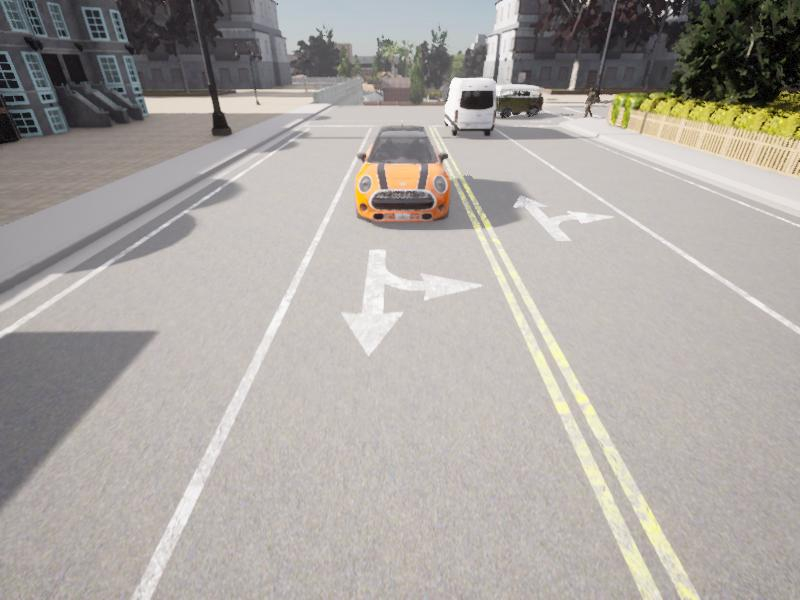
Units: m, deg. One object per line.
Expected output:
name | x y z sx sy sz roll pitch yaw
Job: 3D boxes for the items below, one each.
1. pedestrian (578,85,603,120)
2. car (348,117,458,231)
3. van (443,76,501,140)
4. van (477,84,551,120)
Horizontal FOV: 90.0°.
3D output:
pedestrian | 11.871 -12.341 24.994 0.751 1.860 0.751 -5 31 -8
car | 0.061 -3.383 10.049 2.097 1.767 4.553 0 30 0
van | 3.600 -10.389 21.323 1.988 2.561 5.915 0 31 0
van | 7.900 -13.833 27.845 4.480 2.038 2.069 -15 32 -25
